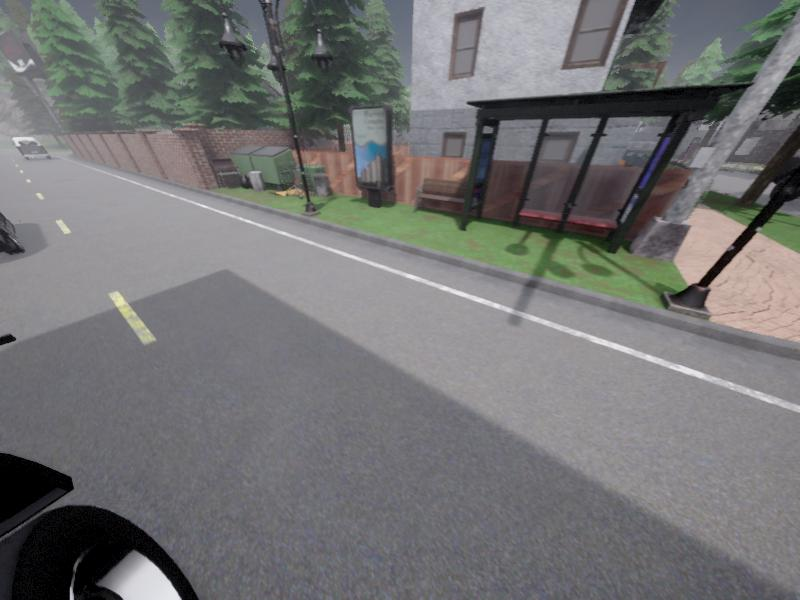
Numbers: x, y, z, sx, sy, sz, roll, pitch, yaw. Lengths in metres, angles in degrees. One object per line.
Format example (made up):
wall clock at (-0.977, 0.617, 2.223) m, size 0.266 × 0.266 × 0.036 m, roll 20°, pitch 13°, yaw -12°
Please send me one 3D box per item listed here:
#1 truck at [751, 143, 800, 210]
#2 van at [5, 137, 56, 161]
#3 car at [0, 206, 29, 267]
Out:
truck at (16.503, -3.904, 7.731) m, size 2.390 × 2.098 × 6.274 m, roll 16°, pitch 38°, yaw 21°
van at (-40.818, -16.759, 25.539) m, size 4.480 × 2.038 × 2.069 m, roll 22°, pitch 41°, yaw 28°
car at (-10.452, -1.665, 4.989) m, size 4.181 × 1.385 × 1.994 m, roll 22°, pitch 41°, yaw 28°
